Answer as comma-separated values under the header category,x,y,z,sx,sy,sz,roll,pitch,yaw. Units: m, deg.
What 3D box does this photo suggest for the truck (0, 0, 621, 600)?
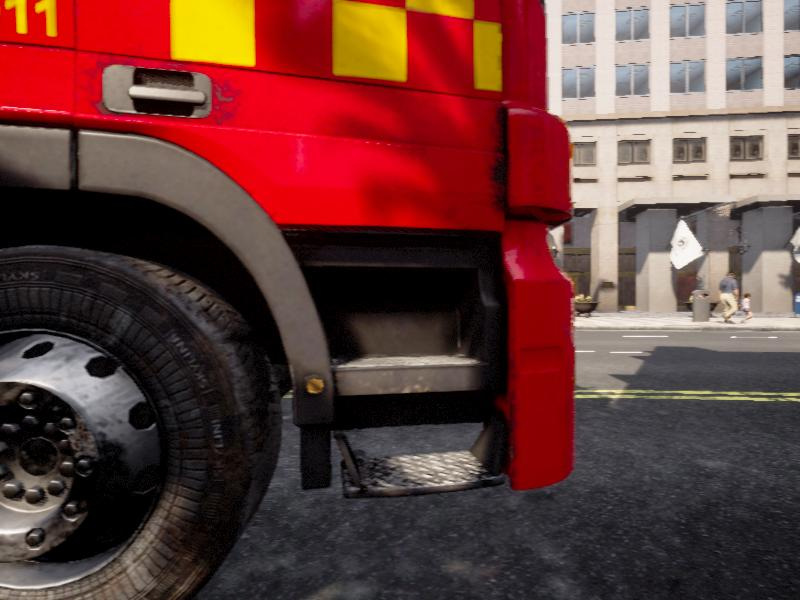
category,x,y,z,sx,sy,sz,roll,pitch,yaw
truck,-3.716,-0.921,1.936,8.468,3.827,2.891,0,0,-10

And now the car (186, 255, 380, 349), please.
category,x,y,z,sx,sy,sz,roll,pitch,yaw
car,-2.405,0.043,9.045,3.866,1.878,1.905,0,0,-4

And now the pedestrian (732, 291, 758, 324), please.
category,x,y,z,sx,sy,sz,roll,pitch,yaw
pedestrian,11.988,0.257,13.911,0.500,1.100,0.500,0,0,11

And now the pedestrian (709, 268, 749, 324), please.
category,x,y,z,sx,sy,sz,roll,pitch,yaw
pedestrian,11.304,-0.122,13.755,0.751,1.860,0.751,0,0,-10
